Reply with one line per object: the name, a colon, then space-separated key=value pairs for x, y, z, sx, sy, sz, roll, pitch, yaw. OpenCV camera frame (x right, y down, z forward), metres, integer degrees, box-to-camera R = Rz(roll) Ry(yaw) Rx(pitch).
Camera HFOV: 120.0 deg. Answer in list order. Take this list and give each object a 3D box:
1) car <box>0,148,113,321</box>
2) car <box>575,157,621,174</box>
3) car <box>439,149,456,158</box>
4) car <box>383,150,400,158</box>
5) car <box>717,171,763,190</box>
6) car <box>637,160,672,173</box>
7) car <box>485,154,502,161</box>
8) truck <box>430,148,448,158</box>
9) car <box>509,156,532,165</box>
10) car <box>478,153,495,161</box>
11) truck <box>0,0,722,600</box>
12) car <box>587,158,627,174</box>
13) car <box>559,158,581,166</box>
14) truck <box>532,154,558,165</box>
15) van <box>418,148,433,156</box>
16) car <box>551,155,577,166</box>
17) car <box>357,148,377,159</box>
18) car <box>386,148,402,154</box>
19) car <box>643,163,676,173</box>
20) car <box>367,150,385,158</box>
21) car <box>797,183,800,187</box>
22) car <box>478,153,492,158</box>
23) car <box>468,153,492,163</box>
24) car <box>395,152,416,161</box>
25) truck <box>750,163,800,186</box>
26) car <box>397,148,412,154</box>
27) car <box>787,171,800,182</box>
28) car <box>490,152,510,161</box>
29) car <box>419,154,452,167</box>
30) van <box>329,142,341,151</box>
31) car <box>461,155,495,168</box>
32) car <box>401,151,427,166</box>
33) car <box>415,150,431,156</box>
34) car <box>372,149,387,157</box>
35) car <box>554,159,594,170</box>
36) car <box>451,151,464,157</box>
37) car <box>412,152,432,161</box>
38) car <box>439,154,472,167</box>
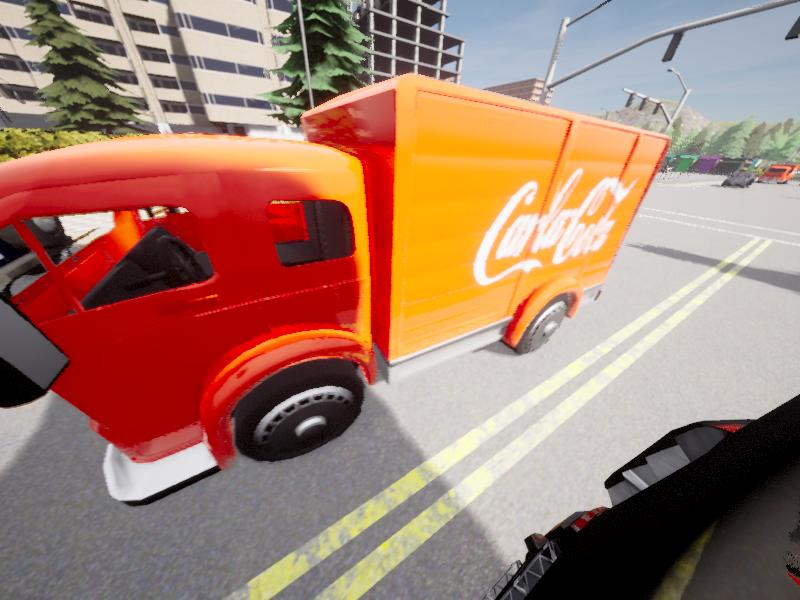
car: x=-6.960 y=-0.620 z=2.629 sx=3.866 sy=1.878 sz=1.905 roll=-17 pitch=38 yaw=-25
car: x=29.976 y=-20.462 z=35.133 sx=1.932 sy=1.855 sz=4.605 roll=-16 pitch=38 yaw=-26
car: x=12.998 y=-40.516 z=64.045 sx=1.932 sy=1.855 sz=4.605 roll=-16 pitch=38 yaw=-26
car: x=-2.179 y=-36.414 z=57.408 sx=2.033 sy=1.411 sz=5.357 roll=-16 pitch=38 yaw=-26
car: x=36.647 y=-12.937 z=24.899 sx=3.633 sy=1.501 sz=1.845 roll=-16 pitch=38 yaw=-25
car: x=49.474 y=-25.975 z=44.956 sx=1.905 sy=1.878 sz=3.866 roll=-16 pitch=38 yaw=-26
car: x=26.084 y=-39.936 z=64.565 sx=1.784 sy=1.438 sz=3.905 roll=-16 pitch=38 yaw=-26
truck: x=10.531 y=-39.849 z=62.679 sx=2.069 sy=2.038 sz=4.478 roll=-16 pitch=38 yaw=-26
car: x=26.122 y=-30.283 z=50.076 sx=1.970 sy=1.475 sz=3.806 roll=-16 pitch=38 yaw=-26
car: x=23.577 y=-39.200 z=63.318 sx=1.970 sy=1.475 sz=3.806 roll=-16 pitch=38 yaw=-26
truck: x=0.105 y=-0.623 z=2.670 sx=5.204 sy=2.467 sz=2.627 roll=-16 pitch=38 yaw=-26
car: x=32.508 y=-21.143 z=36.360 sx=1.905 sy=1.878 sz=3.866 roll=-16 pitch=38 yaw=-26
car: x=43.242 y=-35.179 z=58.722 sx=1.784 sy=1.438 sz=3.905 roll=-16 pitch=38 yaw=-26
truck: x=33.632 y=-32.709 z=53.704 sx=2.069 sy=2.038 sz=4.478 roll=-16 pitch=38 yaw=-26
van: x=8.341 y=-48.948 z=76.433 sx=4.480 sy=2.038 sz=2.069 roll=-16 pitch=38 yaw=-26
car: x=40.712 y=-34.675 z=57.386 sx=1.932 sy=1.855 sz=4.605 roll=-16 pitch=38 yaw=-26
car: x=-6.715 y=-29.399 z=46.365 sx=2.038 sy=1.542 sz=4.974 roll=-16 pitch=38 yaw=-26
car: x=-2.078 y=-52.448 z=81.391 sx=5.357 sy=1.411 sz=2.033 roll=-16 pitch=38 yaw=-26
car: x=51.975 y=-26.481 z=46.345 sx=1.970 sy=1.475 sz=3.806 roll=-16 pitch=38 yaw=-26
car: x=-5.217 y=-31.669 z=50.110 sx=1.895 sy=1.301 sz=4.718 roll=-16 pitch=38 yaw=-26
car: x=56.167 y=-15.976 z=30.926 sx=5.027 sy=1.651 sz=2.152 roll=-14 pitch=37 yaw=-25
car: x=32.800 y=-55.749 z=89.144 sx=5.357 sy=1.411 sz=2.033 roll=-16 pitch=38 yaw=-26
car: x=18.044 y=-32.160 z=52.149 sx=2.242 sy=1.667 sz=4.611 roll=-16 pitch=38 yaw=-26
car: x=1.056 y=-29.327 z=47.065 sx=1.895 sy=1.301 sz=4.718 roll=-16 pitch=38 yaw=-26
truck: x=53.358 y=-17.794 z=32.664 sx=5.204 sy=2.467 sz=2.627 roll=-15 pitch=37 yaw=-25
car: x=1.634 y=-51.388 z=79.833 sx=4.892 sy=1.490 sz=1.837 roll=-16 pitch=38 yaw=-26
car: x=75.627 y=-23.309 z=43.542 sx=5.366 sy=1.575 sz=1.801 roll=-15 pitch=37 yaw=-25
car: x=28.391 y=-40.795 z=65.656 sx=1.932 sy=1.855 sz=4.605 roll=-16 pitch=38 yaw=-26
car: x=5.325 y=-21.301 z=35.210 sx=2.033 sy=1.411 sz=5.357 roll=-16 pitch=38 yaw=-26
van: x=-25.222 y=-59.623 z=89.664 sx=2.351 sy=2.431 sz=6.366 roll=-16 pitch=38 yaw=-26
car: x=12.383 y=-22.096 z=36.824 sx=1.882 sy=1.535 sz=5.008 roll=-16 pitch=38 yaw=-26
car: x=2.012 y=-20.815 z=34.028 sx=1.851 sy=1.617 sz=3.988 roll=-16 pitch=38 yaw=-26
car: x=7.880 y=-50.814 z=79.747 sx=4.902 sy=1.511 sz=2.128 roll=-16 pitch=38 yaw=-26
car: x=-4.912 y=-35.278 z=55.439 sx=1.812 sy=1.442 sz=4.674 roll=-16 pitch=38 yaw=-26
car: x=31.634 y=-24.814 z=42.248 sx=2.033 sy=1.415 sz=5.357 roll=-16 pitch=38 yaw=-26
car: x=22.633 y=-57.353 z=90.660 sx=4.611 sy=1.667 sz=2.242 roll=-16 pitch=38 yaw=-26
car: x=4.508 y=-29.831 z=47.960 sx=1.812 sy=1.442 sz=4.674 roll=-16 pitch=38 yaw=-27
car: x=8.626 y=-21.933 z=36.339 sx=2.163 sy=1.488 sz=4.792 roll=-16 pitch=38 yaw=-26
